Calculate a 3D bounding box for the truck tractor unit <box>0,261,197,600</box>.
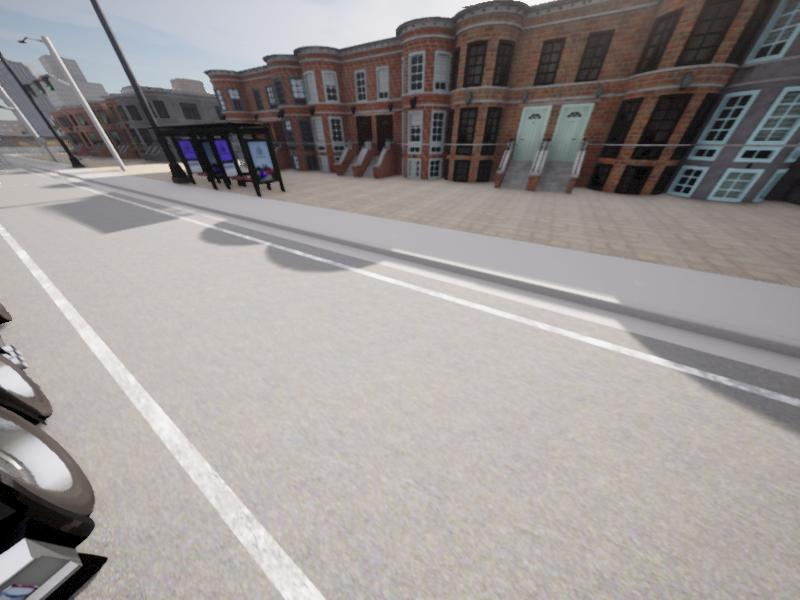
[{"bbox_3d":[-5.111,-0.299,0.789,6.516,4.208,3.053,18,39,24],"label":"truck tractor unit"}]
